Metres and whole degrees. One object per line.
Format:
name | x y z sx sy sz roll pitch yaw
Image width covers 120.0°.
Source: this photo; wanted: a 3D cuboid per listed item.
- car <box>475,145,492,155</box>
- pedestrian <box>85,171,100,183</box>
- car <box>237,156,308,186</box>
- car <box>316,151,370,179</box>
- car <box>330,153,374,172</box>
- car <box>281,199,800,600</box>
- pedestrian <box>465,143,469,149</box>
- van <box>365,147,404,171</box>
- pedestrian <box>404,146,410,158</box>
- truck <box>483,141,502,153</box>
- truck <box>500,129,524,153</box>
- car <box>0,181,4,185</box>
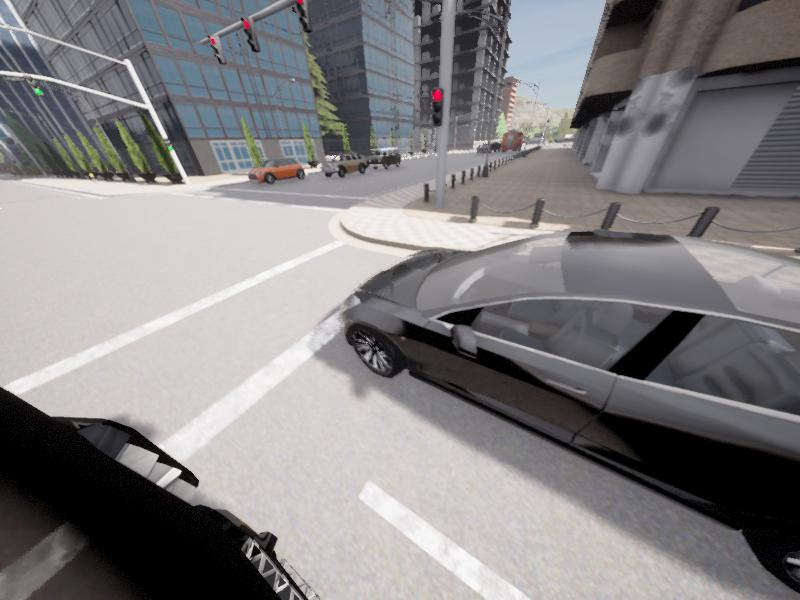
car | 16.402 -29.491 45.347 1.882 1.535 5.008 16 38 26
pedestrian | -35.685 -14.275 26.814 0.500 1.100 0.500 15 38 25
car | -10.468 -10.973 19.479 2.097 1.767 4.553 17 38 27
car | -5.055 -12.464 21.212 1.932 1.855 4.605 16 38 26
car | -5.342 -15.846 26.633 2.128 1.511 4.902 16 38 26
car | 1.545 0.210 2.165 4.792 1.488 2.163 17 39 28
pedestrian | 23.452 -53.805 80.713 0.751 1.860 0.751 23 41 33
van | -1.612 -15.902 25.947 2.069 2.038 4.480 16 38 26
pedestrian | 1.298 -28.405 44.301 0.751 1.860 0.751 20 40 30
truck | 20.339 -33.601 50.690 2.390 2.098 6.274 16 38 26
truck | 24.682 -34.832 50.634 2.891 3.827 8.468 16 38 26
car | -60.604 -17.621 33.720 4.514 1.525 2.007 16 38 26
